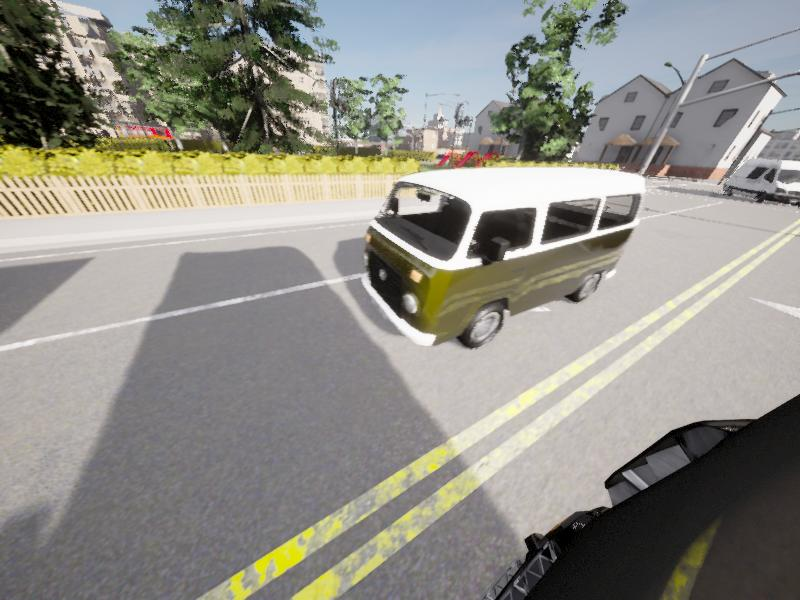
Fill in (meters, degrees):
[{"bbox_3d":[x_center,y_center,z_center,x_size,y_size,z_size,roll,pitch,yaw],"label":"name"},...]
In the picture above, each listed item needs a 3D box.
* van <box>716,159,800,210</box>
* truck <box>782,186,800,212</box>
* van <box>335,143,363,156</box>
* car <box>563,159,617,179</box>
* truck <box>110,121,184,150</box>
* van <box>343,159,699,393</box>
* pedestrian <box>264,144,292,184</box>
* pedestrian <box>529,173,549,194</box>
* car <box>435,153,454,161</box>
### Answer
[{"bbox_3d":[26.123,-8.266,16.172,1.988,2.561,5.915,20,37,22],"label":"van"},{"bbox_3d":[51.033,-12.592,28.740,5.204,2.467,2.627,-4,31,-32],"label":"truck"},{"bbox_3d":[-12.956,-38.429,58.910,6.366,2.431,2.351,-15,37,-24],"label":"van"},{"bbox_3d":[24.218,-16.890,29.667,1.932,1.855,4.605,-15,38,-25],"label":"car"},{"bbox_3d":[-45.643,-29.933,42.359,2.891,3.827,8.468,5,34,6],"label":"truck"},{"bbox_3d":[1.710,-0.894,3.608,4.480,2.038,2.069,-15,38,-25],"label":"van"},{"bbox_3d":[-6.831,-7.679,13.072,0.751,1.860,0.751,5,33,2],"label":"pedestrian"},{"bbox_3d":[8.418,-7.063,13.989,0.500,1.100,0.500,-14,37,-24],"label":"pedestrian"},{"bbox_3d":[10.730,-34.774,56.083,1.812,1.442,4.674,-15,37,-25],"label":"car"}]
